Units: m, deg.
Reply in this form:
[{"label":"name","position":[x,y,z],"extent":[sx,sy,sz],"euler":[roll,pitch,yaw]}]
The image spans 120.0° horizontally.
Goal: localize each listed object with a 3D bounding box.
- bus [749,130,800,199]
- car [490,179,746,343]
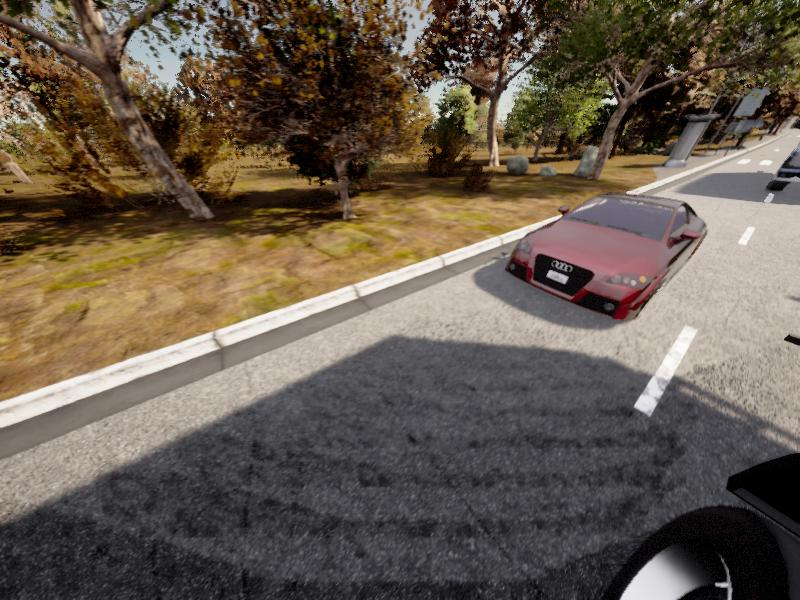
[{"label":"bus","position":[20.392,-7.161,9.834],"extent":[10.273,4.253,3.944],"euler":[-23,41,-28]},{"label":"car","position":[3.999,-1.168,4.297],"extent":[4.181,1.385,1.994],"euler":[-22,41,-28]}]
